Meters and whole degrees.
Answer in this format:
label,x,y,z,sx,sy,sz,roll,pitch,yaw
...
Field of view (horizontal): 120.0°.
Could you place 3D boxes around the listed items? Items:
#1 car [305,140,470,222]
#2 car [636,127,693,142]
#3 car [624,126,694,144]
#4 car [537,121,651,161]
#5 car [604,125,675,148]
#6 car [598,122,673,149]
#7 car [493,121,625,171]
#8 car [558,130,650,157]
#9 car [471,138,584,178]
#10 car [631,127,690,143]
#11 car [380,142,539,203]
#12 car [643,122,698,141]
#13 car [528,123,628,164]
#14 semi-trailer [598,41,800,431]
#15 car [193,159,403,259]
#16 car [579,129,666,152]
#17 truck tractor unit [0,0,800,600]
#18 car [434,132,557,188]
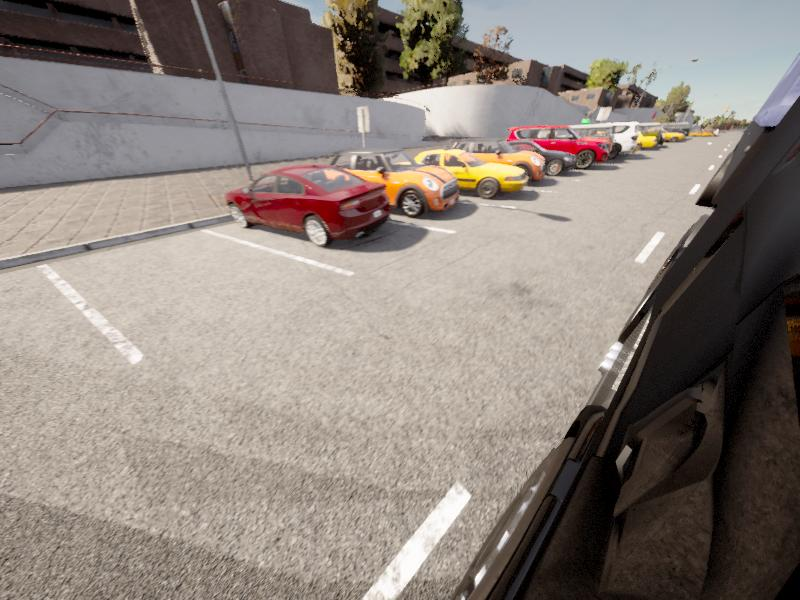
label,x,y,z,sx,sy,sz,roll,pitch,yaw
car,-0.411,-4.020,7.526,4.553,1.767,2.185,17,41,25
car,36.106,-22.735,31.743,4.674,1.452,2.002,17,40,25
car,31.704,-20.384,28.614,5.366,1.575,1.946,17,40,25
car,13.261,-11.271,16.434,5.566,2.045,2.435,17,40,25
car,24.669,-17.031,24.086,4.553,1.767,2.185,17,40,25
car,22.513,-15.904,22.451,4.442,1.987,1.878,17,40,25
car,8.755,-8.895,13.407,5.566,2.045,2.435,17,40,25
car,15.572,-12.239,18.087,5.008,1.535,2.097,17,40,25
car,6.456,-7.476,12.087,4.674,1.452,2.002,17,40,25
car,33.824,-21.569,30.234,4.674,1.452,2.002,17,40,25
car,2.064,-5.070,8.997,5.366,1.575,1.946,17,40,25
car,38.482,-24.094,33.060,4.442,1.987,1.878,17,40,25
car,11.108,-10.034,14.886,4.442,1.987,1.878,17,40,25
semi-trailer,8.704,-3.582,4.253,14.254,4.402,2.717,-28,44,-30
car,-2.652,-2.696,6.095,5.008,1.535,2.097,17,41,25
car,19.973,-14.630,21.186,5.366,1.575,1.946,17,40,25
truck tractor unit,2.645,-0.295,0.352,6.516,4.208,3.053,-28,44,-30
car,4.147,-6.422,10.507,4.553,1.767,2.185,17,40,25
